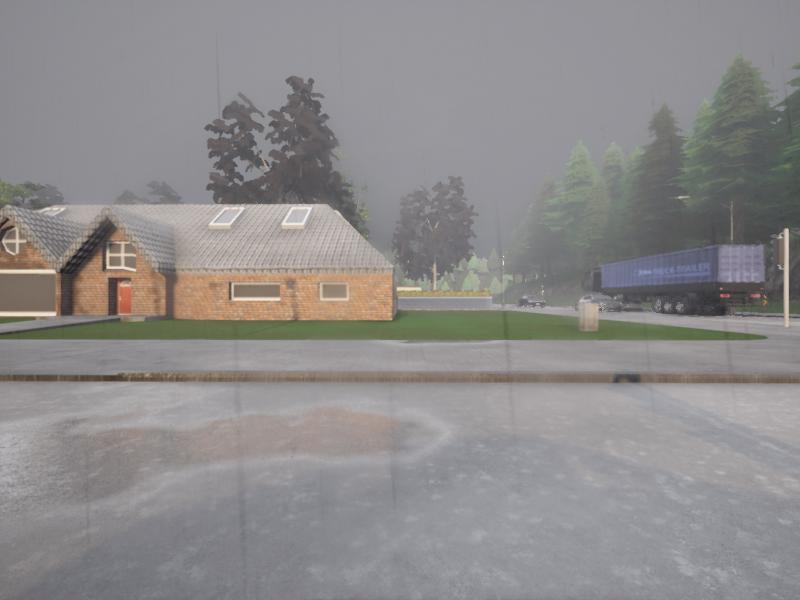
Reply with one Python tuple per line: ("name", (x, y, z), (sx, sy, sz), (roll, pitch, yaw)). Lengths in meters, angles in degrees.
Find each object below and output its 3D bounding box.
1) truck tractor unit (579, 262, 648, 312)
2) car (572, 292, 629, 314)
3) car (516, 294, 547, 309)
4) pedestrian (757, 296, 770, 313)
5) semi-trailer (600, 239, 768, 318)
("truck tractor unit", (19.659, -1.121, 37.394), (3.053, 4.208, 6.516), (0, 0, 1))
("car", (15.572, 0.229, 31.425), (2.038, 1.542, 4.974), (0, 0, 1))
("car", (15.833, 0.181, 48.301), (2.152, 1.651, 5.027), (0, 0, 1))
("pedestrian", (23.981, 0.315, 26.392), (0.500, 1.100, 0.500), (0, 0, 15))
("semi-trailer", (19.421, -1.217, 29.484), (2.717, 4.402, 14.254), (0, 0, 2))
